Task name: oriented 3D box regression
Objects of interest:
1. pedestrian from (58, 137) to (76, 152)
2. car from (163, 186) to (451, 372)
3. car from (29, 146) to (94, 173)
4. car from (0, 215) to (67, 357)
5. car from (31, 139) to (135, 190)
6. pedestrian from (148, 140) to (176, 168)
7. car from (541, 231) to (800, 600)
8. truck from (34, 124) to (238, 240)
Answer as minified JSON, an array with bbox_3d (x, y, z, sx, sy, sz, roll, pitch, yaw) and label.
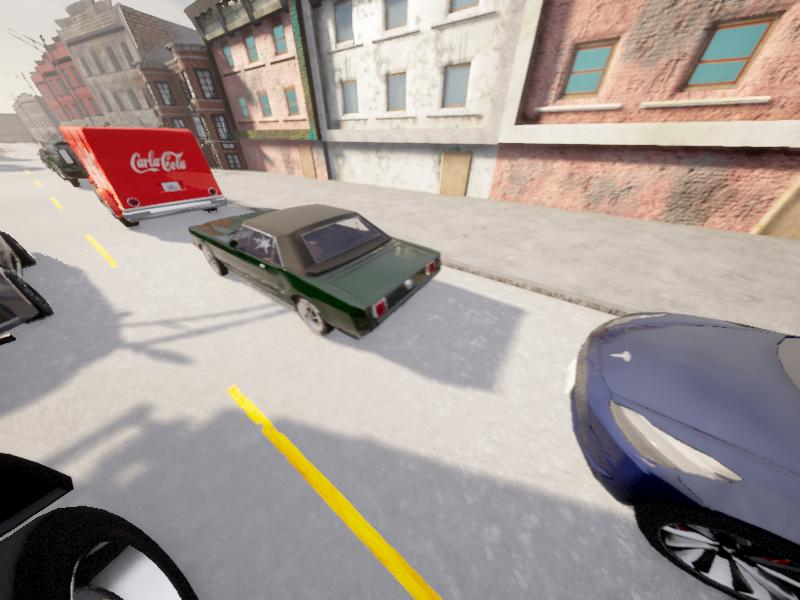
[{"bbox_3d":[-50.712,-23.622,35.172,0.751,1.860,0.751,28,44,34],"label":"pedestrian"},{"bbox_3d":[-1.773,-0.913,4.066,4.718,1.301,1.895,22,40,27],"label":"car"},{"bbox_3d":[-26.270,-10.969,17.934,4.514,1.525,2.007,22,41,28],"label":"car"},{"bbox_3d":[-7.172,-0.464,3.062,4.611,1.667,2.242,22,41,28],"label":"car"},{"bbox_3d":[-17.850,-7.773,13.015,5.566,2.045,2.150,22,41,28],"label":"car"},{"bbox_3d":[-19.298,-11.861,18.744,0.751,1.860,0.751,22,41,28],"label":"pedestrian"},{"bbox_3d":[3.655,1.215,0.931,4.792,1.488,2.163,22,41,28],"label":"car"},{"bbox_3d":[-8.415,-4.101,7.527,5.204,2.467,2.627,23,41,27],"label":"truck"}]
